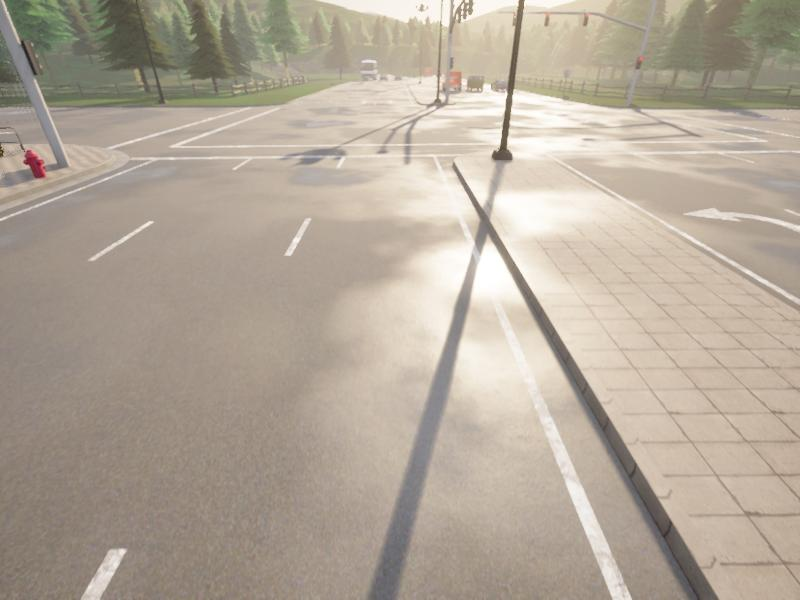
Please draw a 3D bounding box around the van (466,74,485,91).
[{"bbox_3d":[10.718,-31.052,57.120,1.775,1.987,4.442,0,30,0],"label":"van"}]

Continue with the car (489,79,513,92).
[{"bbox_3d":[14.225,-30.453,56.669,2.033,1.411,5.357,0,30,0],"label":"car"}]

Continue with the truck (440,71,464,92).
[{"bbox_3d":[7.224,-30.897,56.374,2.627,2.467,5.204,0,30,0],"label":"truck"}]
